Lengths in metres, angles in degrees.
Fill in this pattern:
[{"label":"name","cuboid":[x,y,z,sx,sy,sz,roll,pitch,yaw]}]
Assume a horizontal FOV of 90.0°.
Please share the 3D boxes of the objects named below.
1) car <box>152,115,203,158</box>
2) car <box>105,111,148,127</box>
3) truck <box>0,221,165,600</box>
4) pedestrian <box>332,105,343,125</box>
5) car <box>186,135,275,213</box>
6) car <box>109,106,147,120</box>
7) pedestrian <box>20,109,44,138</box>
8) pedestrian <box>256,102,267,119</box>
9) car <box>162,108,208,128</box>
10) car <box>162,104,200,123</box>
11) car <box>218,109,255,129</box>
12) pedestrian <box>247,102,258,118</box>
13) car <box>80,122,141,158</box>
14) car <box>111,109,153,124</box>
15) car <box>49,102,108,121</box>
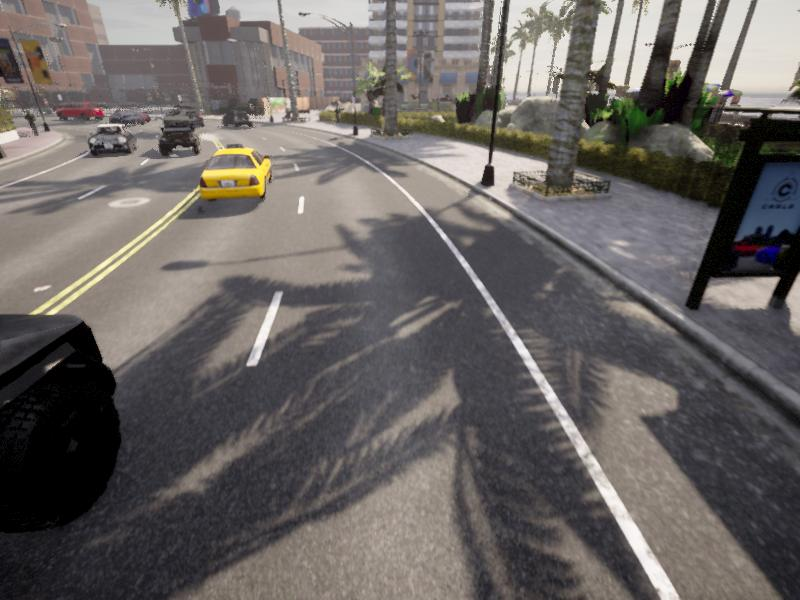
[{"label":"car","cuboid":[-12.328,-9.234,22.428,1.905,1.878,3.866,-10,29,-20]},{"label":"car","cuboid":[-28.544,-18.938,41.778,4.181,1.385,1.994,18,32,31]},{"label":"truck","cuboid":[-3.582,1.727,0.932,2.390,2.098,6.274,0,27,-2]},{"label":"pedestrian","cuboid":[-6.579,-19.544,42.164,0.751,1.860,0.751,-16,31,-29]},{"label":"car","cuboid":[-5.417,-4.470,13.542,1.801,1.575,5.366,-6,28,-11]},{"label":"car","cuboid":[-35.108,-24.168,51.706,3.705,1.549,1.789,9,28,16]},{"label":"pedestrian","cuboid":[-26.582,-12.788,28.902,0.751,1.860,0.751,-20,34,-34]},{"label":"pedestrian","cuboid":[-17.967,-24.639,52.007,0.751,1.860,0.751,18,32,30]},{"label":"car","cuboid":[-22.061,-18.662,40.951,4.611,1.667,2.242,22,34,36]},{"label":"car","cuboid":[-25.991,-22.151,47.472,3.866,1.878,1.905,17,32,29]},{"label":"car","cuboid":[-16.574,-18.360,40.464,1.851,1.617,3.988,-22,35,-36]},{"label":"pedestrian","cuboid":[-19.259,-24.713,52.143,0.751,1.860,0.751,19,32,32]},{"label":"car","cuboid":[-16.129,-9.050,22.500,1.970,1.475,3.806,-12,29,-22]},{"label":"car","cuboid":[-31.378,-21.545,46.832,4.181,1.385,1.994,14,30,24]},{"label":"car","cuboid":[-39.962,-23.511,49.869,5.566,2.045,2.150,5,28,10]}]
